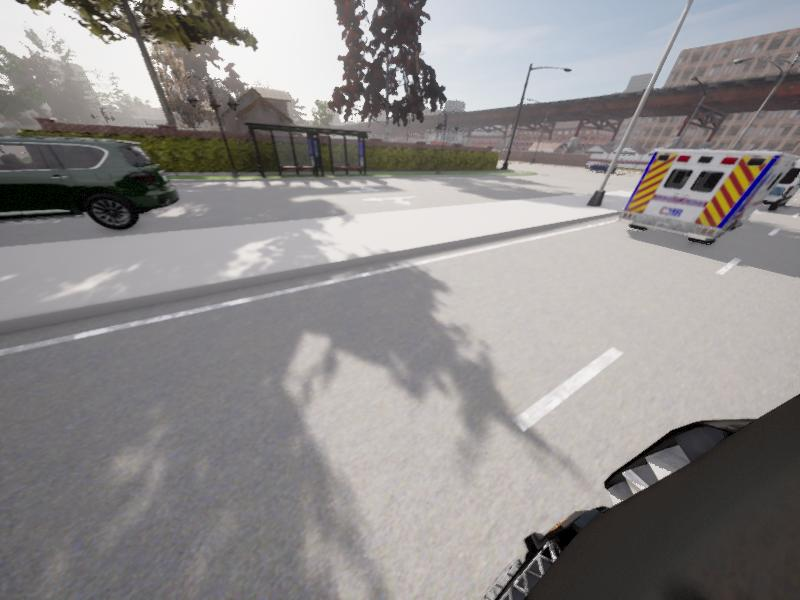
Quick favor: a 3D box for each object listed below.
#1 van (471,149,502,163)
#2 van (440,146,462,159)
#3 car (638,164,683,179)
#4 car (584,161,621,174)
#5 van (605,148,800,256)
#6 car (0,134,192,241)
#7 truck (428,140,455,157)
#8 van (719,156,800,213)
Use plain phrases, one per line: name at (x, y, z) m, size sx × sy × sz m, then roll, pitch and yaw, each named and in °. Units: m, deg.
van at (19.631, -33.192, 53.084) m, size 2.351 × 2.431 × 6.366 m, roll -16°, pitch 38°, yaw -26°
van at (13.563, -39.463, 61.665) m, size 1.988 × 2.561 × 5.915 m, roll -16°, pitch 39°, yaw -26°
car at (37.604, -18.673, 33.448) m, size 1.845 × 1.501 × 3.633 m, roll -16°, pitch 38°, yaw -26°
car at (31.605, -20.792, 36.167) m, size 1.789 × 1.549 × 3.705 m, roll -16°, pitch 38°, yaw -26°
van at (10.585, -3.607, 7.972) m, size 6.366 × 2.431 × 2.351 m, roll -16°, pitch 38°, yaw -26°
car at (-9.292, -2.879, 5.752) m, size 5.566 × 2.045 × 2.150 m, roll -16°, pitch 38°, yaw -26°
truck at (12.248, -45.374, 69.017) m, size 2.891 × 3.827 × 8.468 m, roll -16°, pitch 39°, yaw -26°
van at (22.621, -7.097, 14.010) m, size 5.915 × 2.561 × 1.988 m, roll -16°, pitch 38°, yaw -26°
